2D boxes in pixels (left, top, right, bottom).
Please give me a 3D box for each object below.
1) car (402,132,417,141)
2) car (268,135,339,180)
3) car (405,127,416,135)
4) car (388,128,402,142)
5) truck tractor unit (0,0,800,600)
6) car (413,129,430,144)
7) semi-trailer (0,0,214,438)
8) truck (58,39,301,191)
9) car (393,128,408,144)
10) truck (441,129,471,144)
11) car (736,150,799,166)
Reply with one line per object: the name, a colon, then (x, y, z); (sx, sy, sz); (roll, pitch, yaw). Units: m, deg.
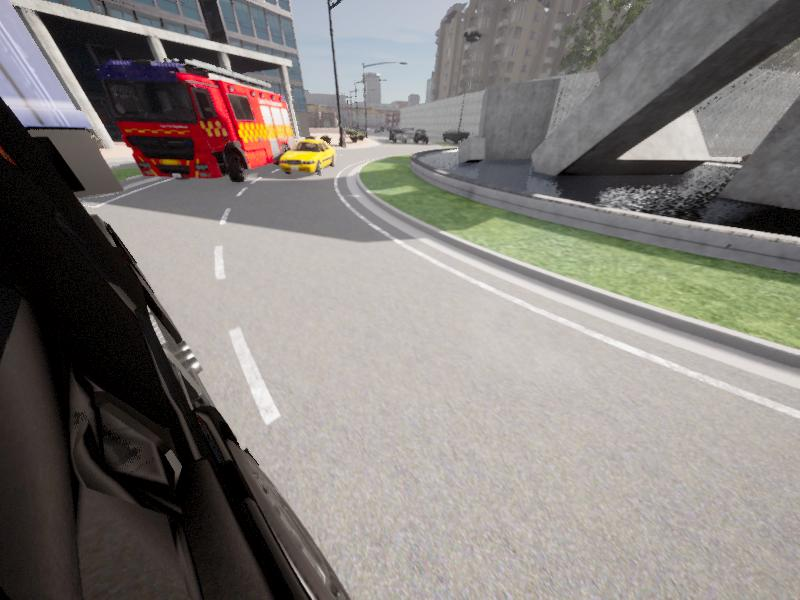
car: (1.788, -32.773, 46.200); (1.895, 1.301, 4.718); (-6, 38, -11)
car: (-4.897, -8.018, 12.701); (1.801, 1.575, 5.366); (2, 37, -1)
car: (3.584, -56.551, 77.274); (2.150, 2.045, 5.566); (-6, 38, -11)
car: (-0.911, -30.247, 42.199); (1.905, 1.878, 3.866); (-4, 38, -9)
truck tractor unit: (-2.645, -0.295, 0.351); (6.516, 4.208, 3.053); (28, 44, 30)
car: (3.447, -26.645, 37.651); (1.905, 1.878, 3.866); (-3, 37, -7)
semi-trailer: (-9.726, -2.570, 2.819); (14.254, 4.402, 2.717); (14, 38, 15)
truck: (-8.125, -8.281, 11.008); (2.891, 3.827, 8.468); (2, 37, -1)
car: (-0.016, -26.594, 37.406); (1.932, 1.855, 4.605); (-3, 37, -7)
truck: (10.322, -30.732, 43.286); (2.390, 2.098, 6.274); (-11, 39, -16)
car: (42.592, -16.532, 26.841); (4.718, 1.301, 1.895); (-6, 38, -10)
